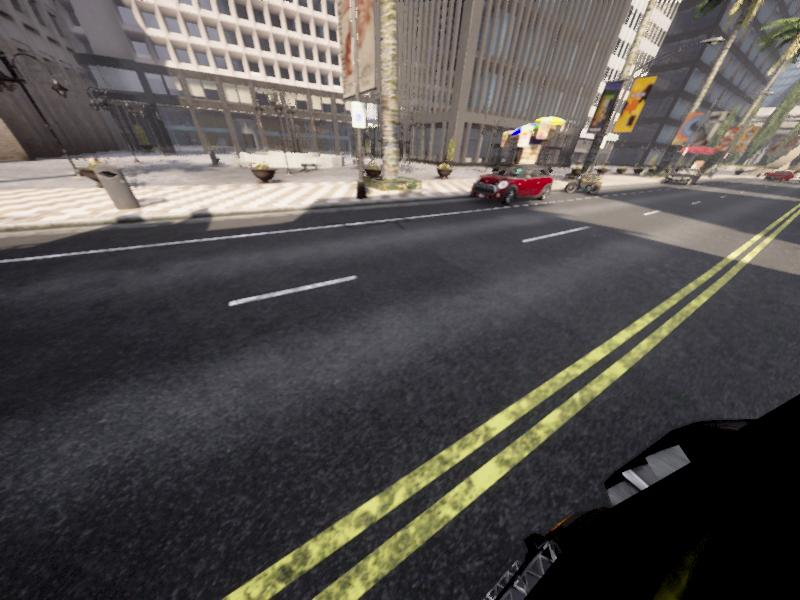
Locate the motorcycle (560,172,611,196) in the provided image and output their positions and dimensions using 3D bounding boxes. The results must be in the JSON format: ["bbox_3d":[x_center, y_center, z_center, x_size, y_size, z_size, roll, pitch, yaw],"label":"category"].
[{"bbox_3d":[12.438,-7.824,15.560,2.356,1.277,0.764,2,34,-2],"label":"motorcycle"}]

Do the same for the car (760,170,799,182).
[{"bbox_3d":[61.124,-19.920,37.174,5.008,1.535,1.882,-12,36,-21],"label":"car"}]

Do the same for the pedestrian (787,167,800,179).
[{"bbox_3d":[78.931,-25.302,46.013,0.751,1.860,0.751,-1,34,-5],"label":"pedestrian"}]

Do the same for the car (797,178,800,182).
[{"bbox_3d":[72.184,-20.924,39.733,4.718,1.301,1.895,-3,34,-9],"label":"car"}]

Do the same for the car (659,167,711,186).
[{"bbox_3d":[31.300,-13.574,25.361,4.892,1.521,2.231,-16,38,-26],"label":"car"}]

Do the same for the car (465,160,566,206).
[{"bbox_3d":[6.051,-6.281,12.239,4.553,1.767,2.185,-16,38,-26],"label":"car"}]
